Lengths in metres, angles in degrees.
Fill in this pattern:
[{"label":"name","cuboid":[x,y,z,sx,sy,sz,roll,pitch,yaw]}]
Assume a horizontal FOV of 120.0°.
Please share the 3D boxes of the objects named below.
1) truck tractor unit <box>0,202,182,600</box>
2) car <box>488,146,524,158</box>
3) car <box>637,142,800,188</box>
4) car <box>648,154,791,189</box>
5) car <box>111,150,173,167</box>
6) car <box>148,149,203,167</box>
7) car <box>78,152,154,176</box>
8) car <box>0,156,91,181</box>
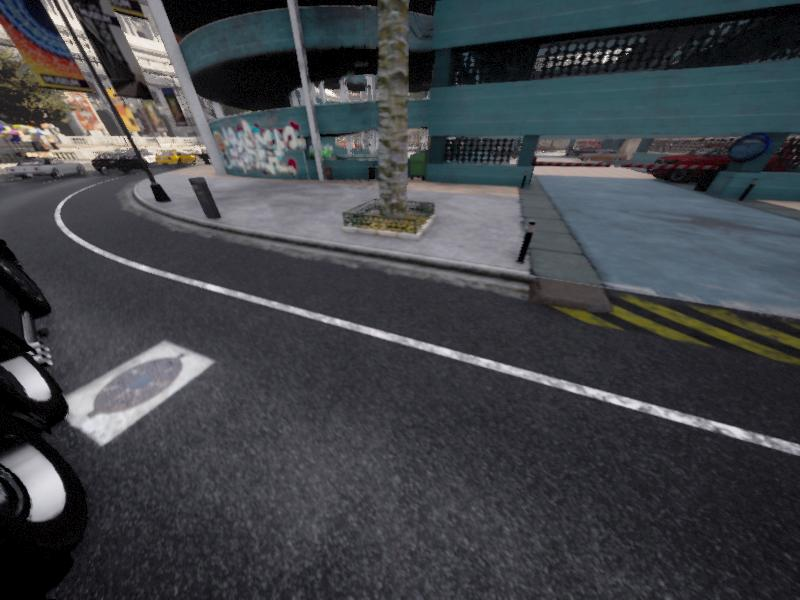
[{"label":"truck tractor unit","cuboid":[-5.006,-0.389,0.935,6.516,4.208,3.053,22,40,29]},{"label":"car","cuboid":[17.145,-24.071,37.576,4.902,1.511,2.128,13,36,18]},{"label":"car","cuboid":[18.742,-8.191,13.815,5.566,2.045,2.435,13,36,18]},{"label":"car","cuboid":[18.797,-7.856,14.019,4.514,1.523,2.007,13,36,18]},{"label":"car","cuboid":[-30.089,-16.759,27.236,2.038,1.542,4.974,-3,34,-5]},{"label":"car","cuboid":[-26.709,-17.211,27.846,1.801,1.575,5.366,-3,34,-4]},{"label":"car","cuboid":[-25.082,-12.293,20.733,2.128,1.511,4.902,-12,36,-16]},{"label":"car","cuboid":[-27.716,-10.471,18.277,1.895,1.301,4.718,-14,37,-19]}]
